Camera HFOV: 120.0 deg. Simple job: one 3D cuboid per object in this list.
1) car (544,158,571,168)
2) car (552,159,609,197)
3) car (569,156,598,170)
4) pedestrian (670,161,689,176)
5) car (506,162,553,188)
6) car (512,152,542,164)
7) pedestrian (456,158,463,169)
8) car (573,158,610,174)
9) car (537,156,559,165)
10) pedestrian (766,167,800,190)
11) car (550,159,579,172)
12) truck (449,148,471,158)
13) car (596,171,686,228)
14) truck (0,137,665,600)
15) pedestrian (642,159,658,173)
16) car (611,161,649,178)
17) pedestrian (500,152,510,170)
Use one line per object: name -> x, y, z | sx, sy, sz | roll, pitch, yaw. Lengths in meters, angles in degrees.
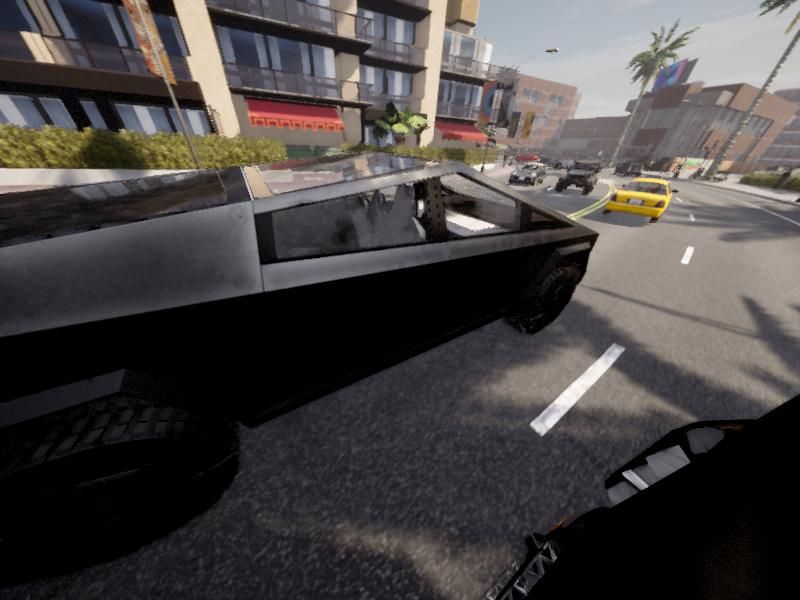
car -> 29.333, -25.658, 43.186 | 1.994, 1.385, 4.181 | 2, 34, -2
car -> 12.031, -8.199, 15.360 | 1.905, 1.878, 3.866 | 28, 41, 32
car -> 32.794, -24.653, 41.485 | 1.905, 1.878, 3.866 | 3, 34, 0
pedestrian -> 40.614, -19.170, 33.634 | 0.751, 1.860, 0.751 | 9, 34, 8
car -> 10.142, -9.874, 18.081 | 1.970, 1.475, 3.806 | 27, 41, 31
car -> 28.090, -31.596, 51.325 | 2.150, 2.045, 5.566 | -8, 35, -16
pedestrian -> 6.919, -15.973, 26.969 | 0.500, 1.100, 0.500 | 21, 38, 25
car -> 28.289, -19.993, 34.390 | 2.242, 1.667, 4.611 | 9, 34, 9
car -> 31.952, -30.177, 49.955 | 1.789, 1.549, 3.705 | -4, 34, -10
pedestrian -> 36.047, -11.418, 21.728 | 0.751, 1.860, 0.751 | 21, 38, 25
car -> 25.066, -20.601, 35.320 | 1.994, 1.385, 4.181 | 8, 34, 8
truck -> 16.956, -41.801, 65.621 | 2.390, 2.098, 6.274 | -12, 37, -22
car -> 10.860, -4.674, 10.296 | 5.366, 1.575, 1.801 | -26, 43, -36
truck -> -0.414, -0.389, 2.573 | 6.274, 2.098, 2.390 | -17, 39, -27
pedestrian -> 40.809, -21.924, 37.753 | 0.751, 1.860, 0.751 | 7, 34, 6
car -> 30.901, -17.696, 31.229 | 1.851, 1.617, 3.988 | 12, 35, 13
pedestrian -> 13.265, -17.623, 29.210 | 0.751, 1.860, 0.751 | 15, 36, 17
